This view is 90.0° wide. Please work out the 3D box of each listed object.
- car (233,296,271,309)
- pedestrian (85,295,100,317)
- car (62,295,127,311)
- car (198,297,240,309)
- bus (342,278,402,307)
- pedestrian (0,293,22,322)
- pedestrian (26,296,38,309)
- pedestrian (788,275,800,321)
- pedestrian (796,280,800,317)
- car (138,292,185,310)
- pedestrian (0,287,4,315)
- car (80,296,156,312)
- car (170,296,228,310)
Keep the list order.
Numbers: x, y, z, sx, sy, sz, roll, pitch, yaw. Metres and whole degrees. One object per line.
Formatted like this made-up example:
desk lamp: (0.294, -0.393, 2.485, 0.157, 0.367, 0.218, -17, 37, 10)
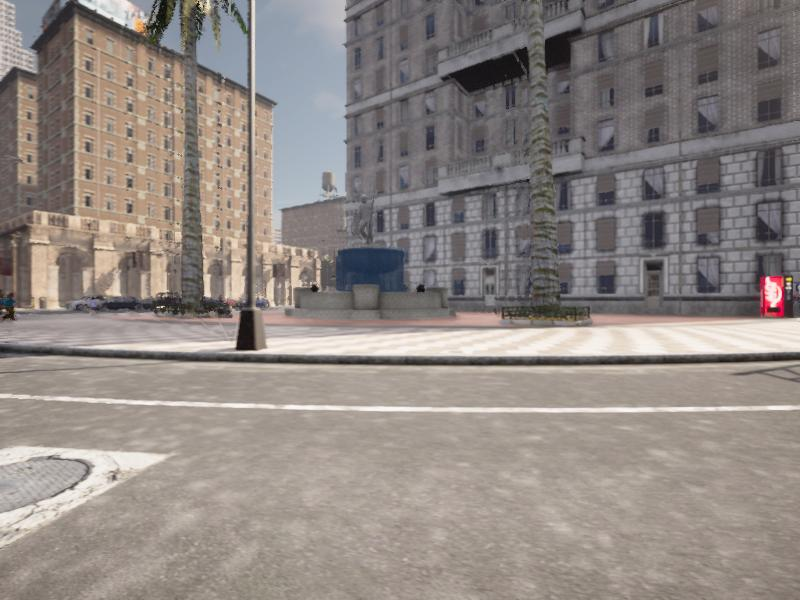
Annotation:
car: (-17.901, 0.310, 48.552, 1.970, 1.475, 3.806, 0, 0, 35)
pedestrian: (-15.669, 0.289, 20.409, 0.500, 1.100, 0.500, 0, 0, 39)
car: (-29.219, 0.272, 38.395, 2.007, 1.525, 4.514, 0, 0, 36)
car: (-21.993, 0.364, 48.790, 1.994, 1.385, 4.181, 0, 0, 34)
bus: (-4.111, -1.058, 62.709, 3.944, 4.253, 10.273, 0, 0, 34)
pedestrian: (-15.154, 0.283, 15.536, 0.500, 1.100, 0.500, 0, 0, 3)
pedestrian: (-37.262, 0.210, 40.486, 0.751, 1.300, 0.751, 0, 0, 35)
pedestrian: (16.519, -0.092, 16.335, 0.751, 1.860, 0.751, 0, 0, -27)
pedestrian: (20.809, -0.086, 20.430, 0.751, 1.860, 0.751, 0, 0, 41)
car: (-25.779, 0.096, 43.312, 1.905, 1.878, 3.866, 0, 0, 35)
pedestrian: (-27.029, 0.067, 26.683, 0.751, 1.860, 0.751, 0, 0, 35)
car: (-25.928, 0.337, 36.940, 2.033, 1.411, 5.357, 0, 0, 35)
car: (-21.589, 0.345, 43.217, 2.033, 1.411, 5.357, 0, 0, 35)
